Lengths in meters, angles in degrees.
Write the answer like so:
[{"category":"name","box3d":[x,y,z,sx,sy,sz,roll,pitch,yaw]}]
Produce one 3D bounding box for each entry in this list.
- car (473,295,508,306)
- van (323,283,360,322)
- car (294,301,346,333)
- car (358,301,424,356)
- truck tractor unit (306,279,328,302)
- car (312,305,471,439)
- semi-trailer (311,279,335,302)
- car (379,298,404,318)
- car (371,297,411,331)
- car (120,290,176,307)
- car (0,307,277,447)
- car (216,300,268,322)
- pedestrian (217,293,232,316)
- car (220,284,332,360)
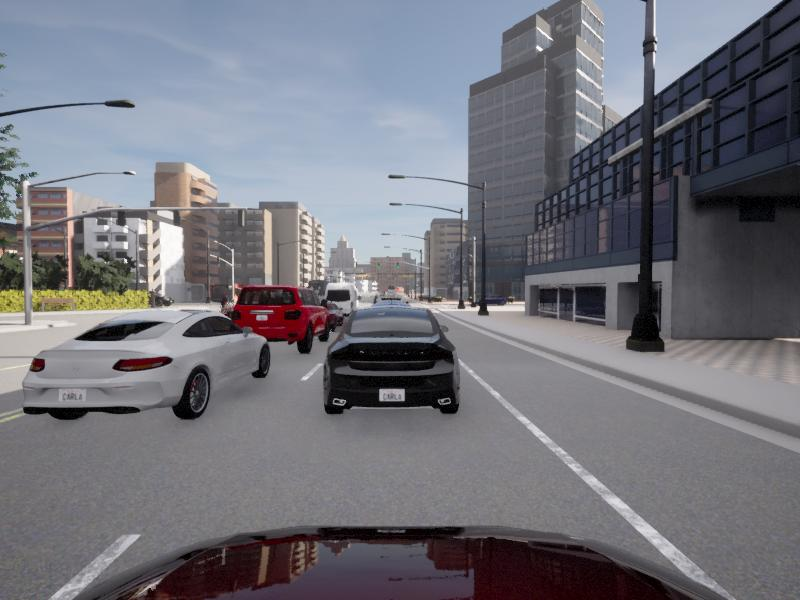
[{"category":"car","box3d":[12.127,0.028,53.711,4.193,1.474,1.816,0,2,-1]},{"category":"van","box3d":[-4.150,0.082,29.491,1.988,2.561,5.915,0,1,-1]},{"category":"car","box3d":[-4.032,0.799,20.912,1.812,1.442,4.674,0,1,-1]},{"category":"car","box3d":[-0.303,0.818,13.945,1.882,1.535,5.008,0,0,-1]},{"category":"truck tractor unit","box3d":[-15.620,-1.719,75.702,3.053,4.208,6.516,0,1,-1]},{"category":"car","box3d":[-0.149,0.857,7.057,1.837,1.490,4.892,0,0,-1]},{"category":"semi-trailer","box3d":[-15.838,-1.925,83.613,2.717,4.402,14.254,0,1,-2]},{"category":"car","box3d":[-0.691,0.567,31.738,1.816,1.474,4.193,0,1,-1]},{"category":"car","box3d":[-0.495,0.683,22.410,1.930,1.638,5.238,0,1,-1]},{"category":"car","box3d":[-31.155,-0.174,49.607,5.566,2.045,2.150,0,2,-1]},{"category":"car","box3d":[-3.644,0.882,6.694,1.812,1.442,4.674,0,0,-1]},{"category":"car","box3d":[-11.037,0.698,28.242,1.994,1.385,4.181,0,1,0]},{"category":"pedestrian","box3d":[-14.218,0.341,32.397,0.751,1.860,0.751,1,2,19]},{"category":"car","box3d":[-3.805,0.564,13.567,2.150,2.045,5.566,0,0,-1]}]
